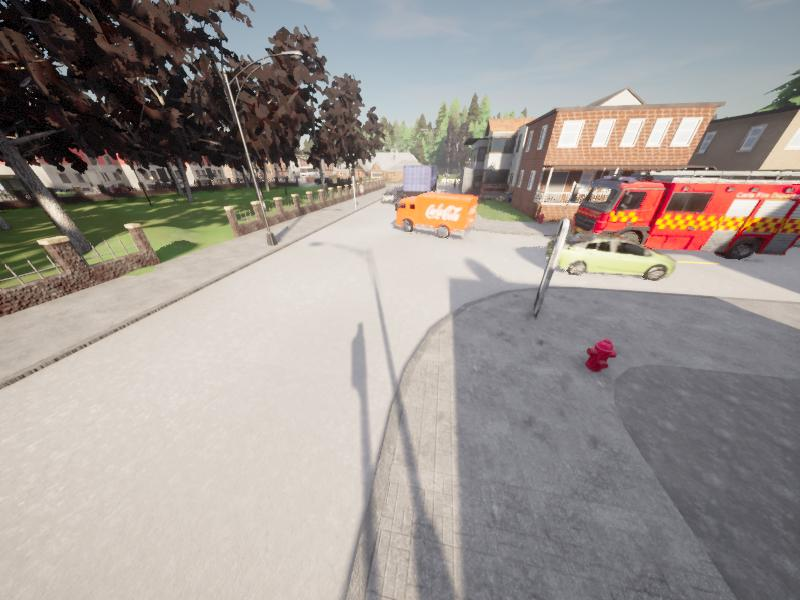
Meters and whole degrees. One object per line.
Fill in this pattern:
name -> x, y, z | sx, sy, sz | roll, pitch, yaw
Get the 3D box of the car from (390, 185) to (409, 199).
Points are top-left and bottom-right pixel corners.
car -> -0.005, -16.512, 35.211 | 2.033, 1.411, 5.357 | 5, 30, 8

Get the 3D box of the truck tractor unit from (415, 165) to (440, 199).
truck tractor unit -> 4.177, -17.914, 34.811 | 3.053, 4.208, 6.516 | 5, 30, 9

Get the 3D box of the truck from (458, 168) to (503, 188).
truck -> 17.745, -27.402, 51.645 | 8.468, 3.827, 2.891 | 3, 30, 6

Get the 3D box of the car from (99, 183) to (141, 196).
car -> -45.449, -17.993, 37.616 | 1.789, 1.549, 3.705 | 5, 30, 9

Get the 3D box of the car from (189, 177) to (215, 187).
car -> -46.103, -27.552, 53.833 | 1.905, 1.878, 3.866 | 6, 31, 10

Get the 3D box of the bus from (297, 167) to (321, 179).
bus -> -37.411, -52.898, 95.808 | 3.944, 4.253, 10.273 | 5, 30, 9

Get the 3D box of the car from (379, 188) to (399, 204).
car -> -1.281, -13.276, 29.471 | 1.845, 1.501, 3.633 | 4, 30, 7

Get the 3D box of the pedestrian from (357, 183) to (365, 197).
pedestrian -> -5.641, -16.061, 33.708 | 0.751, 1.860, 0.751 | 5, 30, 8

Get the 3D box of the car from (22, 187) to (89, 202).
car -> -46.697, -14.440, 31.490 | 2.007, 1.525, 4.514 | 5, 30, 9

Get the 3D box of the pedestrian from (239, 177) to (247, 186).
pedestrian -> -36.990, -28.107, 54.574 | 0.751, 1.860, 0.751 | 6, 31, 11

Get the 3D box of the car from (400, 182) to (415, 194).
car -> 1.399, -20.204, 41.419 | 1.801, 1.575, 5.366 | 5, 30, 9

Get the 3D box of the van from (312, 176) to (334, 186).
van -> -19.021, -29.661, 57.340 | 4.480, 2.038, 2.069 | 5, 30, 9

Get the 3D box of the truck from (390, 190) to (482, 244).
truck -> 2.268, -5.734, 15.478 | 5.204, 2.467, 2.627 | 17, 36, 27

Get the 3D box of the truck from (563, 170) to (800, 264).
truck -> 14.354, -4.478, 11.940 | 8.468, 3.827, 2.891 | 5, 30, 9

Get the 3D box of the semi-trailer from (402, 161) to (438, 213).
semi-trailer -> 2.804, -14.102, 28.007 | 2.717, 4.402, 14.254 | 5, 30, 9

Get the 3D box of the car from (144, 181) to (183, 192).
car -> -44.278, -21.282, 43.373 | 1.837, 1.490, 4.892 | 5, 30, 8

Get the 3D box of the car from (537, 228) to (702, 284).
car -> 8.843, -1.978, 9.906 | 4.514, 1.525, 2.007 | 5, 30, 8

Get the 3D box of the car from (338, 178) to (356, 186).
car -> -12.908, -28.897, 56.527 | 3.633, 1.501, 1.845 | 5, 30, 9
